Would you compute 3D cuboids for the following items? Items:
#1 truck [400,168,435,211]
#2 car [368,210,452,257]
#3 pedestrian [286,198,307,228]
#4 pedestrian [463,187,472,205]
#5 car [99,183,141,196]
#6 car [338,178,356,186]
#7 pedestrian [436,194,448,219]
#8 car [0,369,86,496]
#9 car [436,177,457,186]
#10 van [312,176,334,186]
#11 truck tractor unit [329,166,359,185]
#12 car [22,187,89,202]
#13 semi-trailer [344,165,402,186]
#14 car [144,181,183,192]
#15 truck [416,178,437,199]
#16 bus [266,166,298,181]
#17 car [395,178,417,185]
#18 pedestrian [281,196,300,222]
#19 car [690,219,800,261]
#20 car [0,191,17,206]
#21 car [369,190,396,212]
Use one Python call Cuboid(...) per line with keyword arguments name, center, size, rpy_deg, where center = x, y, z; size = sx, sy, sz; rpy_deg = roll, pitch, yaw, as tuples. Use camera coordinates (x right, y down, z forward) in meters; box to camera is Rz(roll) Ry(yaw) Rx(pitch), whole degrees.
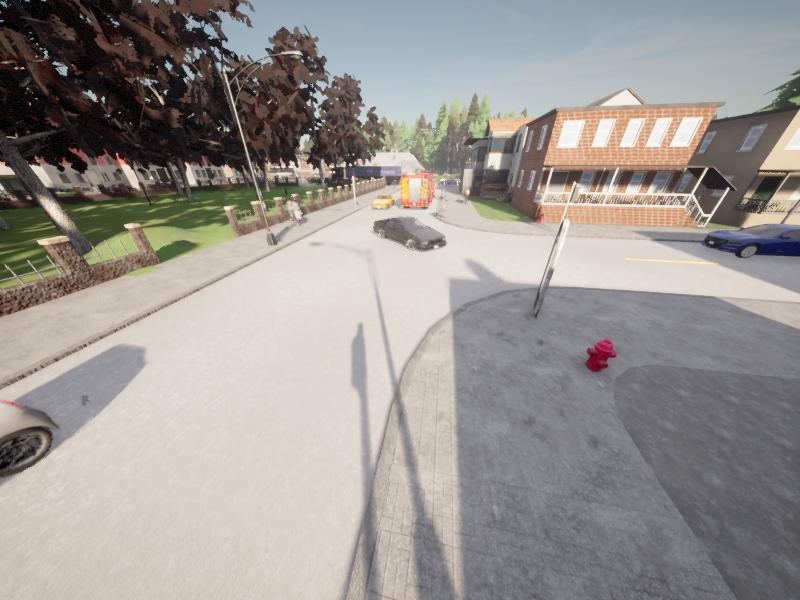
Cuboid(name="truck", center=(2.258, -13.068, 26.816), size=(2.891, 3.827, 8.468), rpy_deg=(6, 30, 10))
Cuboid(name="car", center=(0.327, -4.217, 13.915), size=(2.033, 1.411, 5.357), rpy_deg=(-21, 36, -31))
Cuboid(name="pedestrian", center=(-7.558, -6.368, 16.919), size=(0.751, 1.860, 0.751), rpy_deg=(20, 36, 31))
Cuboid(name="pedestrian", center=(7.767, -12.002, 26.659), size=(0.751, 1.860, 0.751), rpy_deg=(3, 30, 6))
Cuboid(name="car", center=(-45.449, -17.993, 37.616), size=(1.789, 1.549, 3.705), rpy_deg=(5, 30, 9))
Cuboid(name="car", center=(-12.908, -28.897, 56.527), size=(3.633, 1.501, 1.845), rpy_deg=(5, 30, 9))
Cuboid(name="pedestrian", center=(3.540, -7.869, 19.501), size=(0.751, 1.860, 0.751), rpy_deg=(9, 31, 15))
Cuboid(name="car", center=(-6.658, 2.462, 2.211), size=(1.845, 1.501, 3.633), rpy_deg=(5, 30, 9))
Cuboid(name="car", center=(11.142, -28.555, 55.668), size=(4.553, 1.767, 2.097), rpy_deg=(-1, 30, -2))
Cuboid(name="van", center=(-19.021, -29.661, 57.340), size=(4.480, 2.038, 2.069), rpy_deg=(5, 30, 9))
Cuboid(name="truck tractor unit", center=(-14.282, -32.228, 59.614), size=(6.516, 4.208, 3.053), rpy_deg=(5, 30, 8))
Cuboid(name="car", center=(-46.697, -14.440, 31.490), size=(2.007, 1.525, 4.514), rpy_deg=(5, 30, 9))
Cuboid(name="semi-trailer", center=(-6.738, -31.164, 57.561), size=(14.254, 4.402, 2.717), rpy_deg=(10, 32, 17))
Cuboid(name="car", center=(-44.278, -21.282, 43.373), size=(1.837, 1.490, 4.892), rpy_deg=(5, 30, 8))
Cuboid(name="truck", center=(4.071, -16.875, 34.767), size=(2.627, 2.467, 5.204), rpy_deg=(5, 30, 9))
Cuboid(name="bus", center=(-40.611, -44.073, 80.099), size=(3.944, 4.253, 10.273), rpy_deg=(5, 30, 9))
Cuboid(name="car", center=(1.501, -29.709, 57.910), size=(5.366, 1.575, 1.801), rpy_deg=(6, 29, 10))
Cuboid(name="pedestrian", center=(-8.733, -7.297, 18.527), size=(0.751, 1.860, 0.751), rpy_deg=(5, 30, 8))
Cuboid(name="car", center=(19.056, -3.073, 11.791), size=(5.008, 1.535, 1.882), rpy_deg=(5, 30, 9))
Cuboid(name="car", center=(-47.776, -11.353, 26.194), size=(1.970, 1.475, 3.806), rpy_deg=(5, 30, 9))
Cuboid(name="car", center=(-1.797, -11.105, 25.660), size=(1.801, 1.575, 5.366), rpy_deg=(4, 30, 7))
